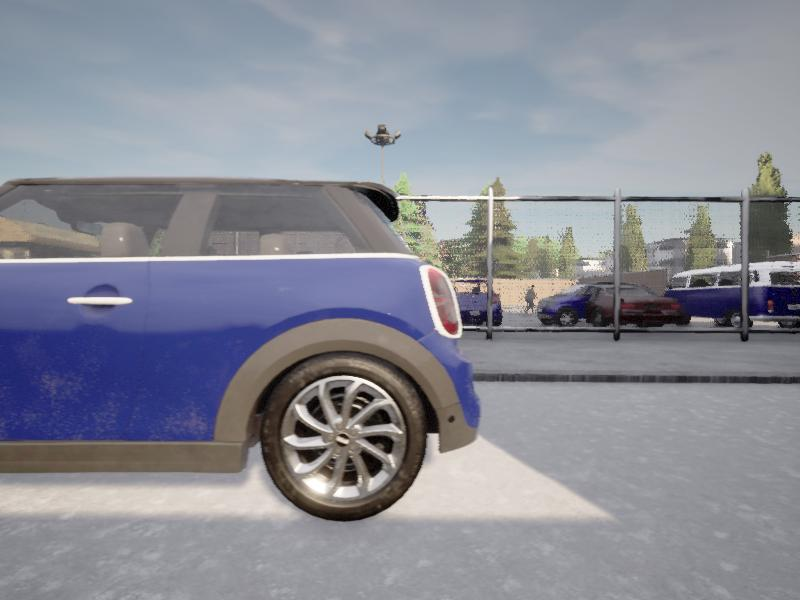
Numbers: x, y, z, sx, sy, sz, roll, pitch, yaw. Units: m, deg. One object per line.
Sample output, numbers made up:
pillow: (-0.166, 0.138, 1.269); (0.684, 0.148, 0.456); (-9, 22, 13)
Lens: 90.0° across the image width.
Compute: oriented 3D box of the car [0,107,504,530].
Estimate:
car: (-1.840, 0.064, 2.741); (4.553, 1.767, 2.097); (0, 0, 0)

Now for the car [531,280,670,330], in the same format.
car: (6.498, 0.150, 13.279); (3.705, 1.547, 1.789); (0, 0, 0)
